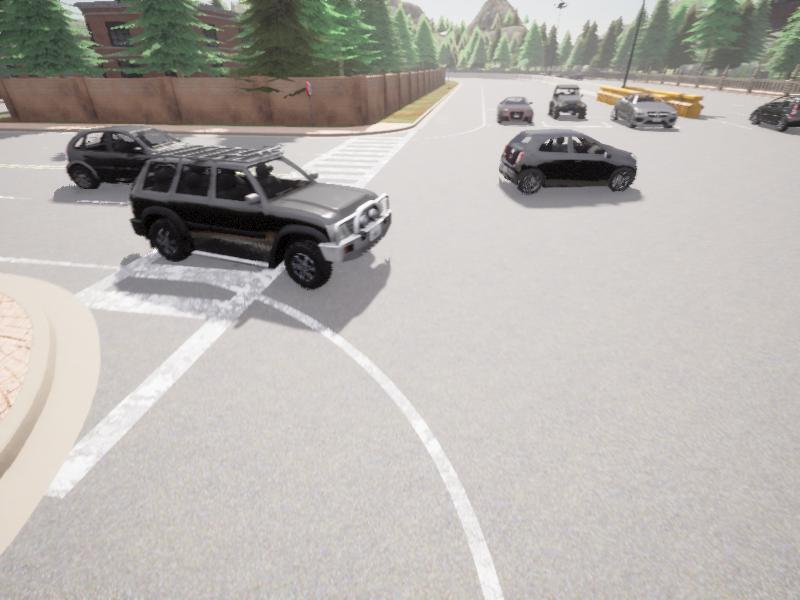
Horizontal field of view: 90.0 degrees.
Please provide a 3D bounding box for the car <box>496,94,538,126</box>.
[{"bbox_3d":[7.064,-11.738,24.629,1.994,1.385,4.181,5,31,9],"label":"car"}]

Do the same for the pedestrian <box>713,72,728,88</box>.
[{"bbox_3d":[42.893,-29.446,53.552,0.751,1.860,0.751,5,31,9],"label":"pedestrian"}]

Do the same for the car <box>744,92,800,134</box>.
[{"bbox_3d":[20.389,-9.857,20.981,1.851,1.617,3.988,7,31,12],"label":"car"}]

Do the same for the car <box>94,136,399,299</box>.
[{"bbox_3d":[-2.527,-1.672,7.052,4.605,1.855,1.932,11,32,19],"label":"car"}]

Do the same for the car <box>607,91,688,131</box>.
[{"bbox_3d":[13.816,-10.870,22.796,2.152,1.651,5.027,5,31,9],"label":"car"}]

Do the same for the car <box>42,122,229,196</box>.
[{"bbox_3d":[-7.488,-4.161,11.650,3.988,1.617,1.851,4,31,8],"label":"car"}]

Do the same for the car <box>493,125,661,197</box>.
[{"bbox_3d":[4.710,-3.925,11.139,3.633,1.501,1.845,-3,30,-4],"label":"car"}]

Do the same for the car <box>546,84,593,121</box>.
[{"bbox_3d":[10.961,-12.996,26.201,1.905,1.878,3.866,5,31,9],"label":"car"}]
